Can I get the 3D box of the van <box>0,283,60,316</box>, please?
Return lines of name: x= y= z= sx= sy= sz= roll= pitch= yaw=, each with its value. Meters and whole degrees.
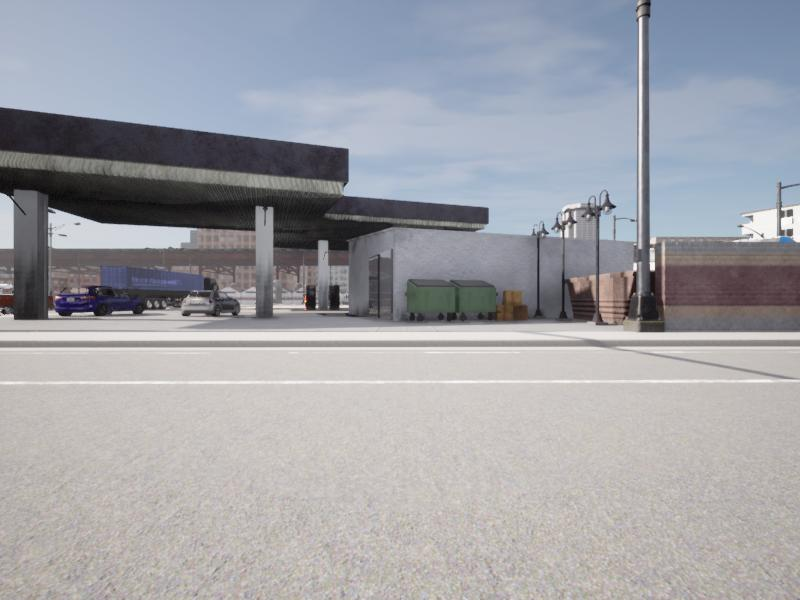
van: x=-26.176 y=-0.029 z=27.294 sx=2.069 sy=2.038 sz=4.480 roll=0 pitch=0 yaw=0

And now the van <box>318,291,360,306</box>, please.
van: x=-9.817 y=-0.222 z=64.989 sx=6.366 sy=2.431 sz=2.351 roll=0 pitch=0 yaw=5

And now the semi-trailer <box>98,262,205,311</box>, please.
semi-trailer: x=-26.114 y=-1.218 z=43.566 sx=2.717 sy=4.402 sz=14.254 roll=0 pitch=0 yaw=0

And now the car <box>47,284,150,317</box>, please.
car: x=-16.492 y=0.038 z=22.265 sx=2.242 sy=1.667 sz=4.611 roll=0 pitch=0 yaw=1

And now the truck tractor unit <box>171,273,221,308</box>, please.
truck tractor unit: x=-26.058 y=-1.116 z=51.478 sx=3.053 sy=4.208 sz=6.516 roll=0 pitch=0 yaw=1

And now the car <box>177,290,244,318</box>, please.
car: x=-10.744 y=0.199 z=23.004 sx=1.970 sy=1.475 sz=3.806 roll=0 pitch=0 yaw=1
